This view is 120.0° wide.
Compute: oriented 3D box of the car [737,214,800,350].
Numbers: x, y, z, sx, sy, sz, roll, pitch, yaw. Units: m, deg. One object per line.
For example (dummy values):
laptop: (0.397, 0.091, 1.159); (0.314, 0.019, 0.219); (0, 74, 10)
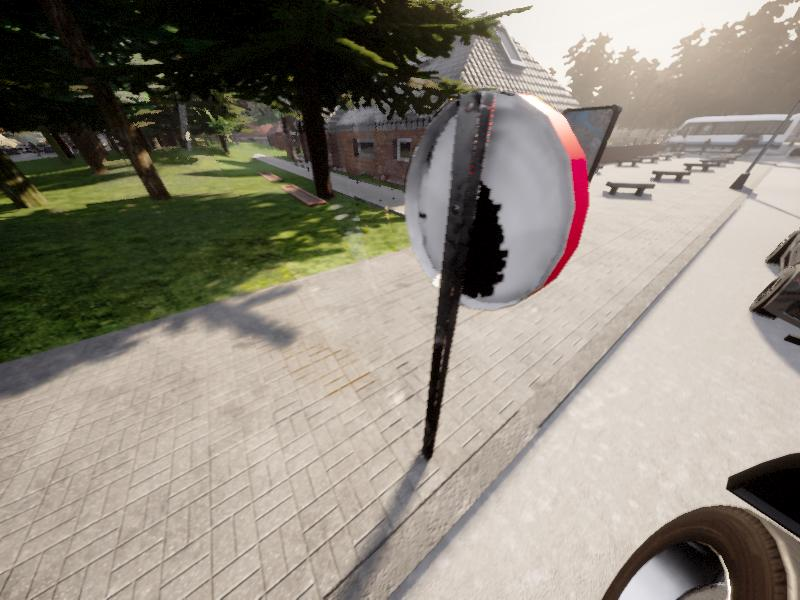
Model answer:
car: (7.347, -0.529, 3.149); (4.611, 1.667, 2.242); (-22, 41, -28)

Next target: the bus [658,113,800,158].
bus: (42.410, -21.556, 30.442); (10.273, 4.253, 3.944); (29, 45, 35)

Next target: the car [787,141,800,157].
car: (51.491, -19.014, 28.812); (3.866, 1.878, 1.905); (-15, 38, -19)

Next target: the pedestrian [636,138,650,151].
pedestrian: (42.105, -27.023, 40.049); (0.751, 1.860, 0.751); (-22, 41, -28)

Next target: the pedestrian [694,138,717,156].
pedestrian: (38.054, -19.090, 28.817); (0.751, 1.860, 0.751); (-6, 36, -8)

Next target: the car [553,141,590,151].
car: (32.496, -29.344, 43.919); (1.882, 1.535, 5.008); (-22, 41, -28)

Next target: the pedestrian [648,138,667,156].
pedestrian: (33.317, -19.844, 29.924); (0.751, 1.860, 0.751); (-23, 41, -29)

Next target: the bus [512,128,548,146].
bus: (39.090, -49.226, 69.705); (10.273, 4.253, 3.944); (-22, 41, -28)

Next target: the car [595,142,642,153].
car: (36.715, -25.779, 38.955); (2.033, 1.411, 5.357); (-22, 40, -27)
